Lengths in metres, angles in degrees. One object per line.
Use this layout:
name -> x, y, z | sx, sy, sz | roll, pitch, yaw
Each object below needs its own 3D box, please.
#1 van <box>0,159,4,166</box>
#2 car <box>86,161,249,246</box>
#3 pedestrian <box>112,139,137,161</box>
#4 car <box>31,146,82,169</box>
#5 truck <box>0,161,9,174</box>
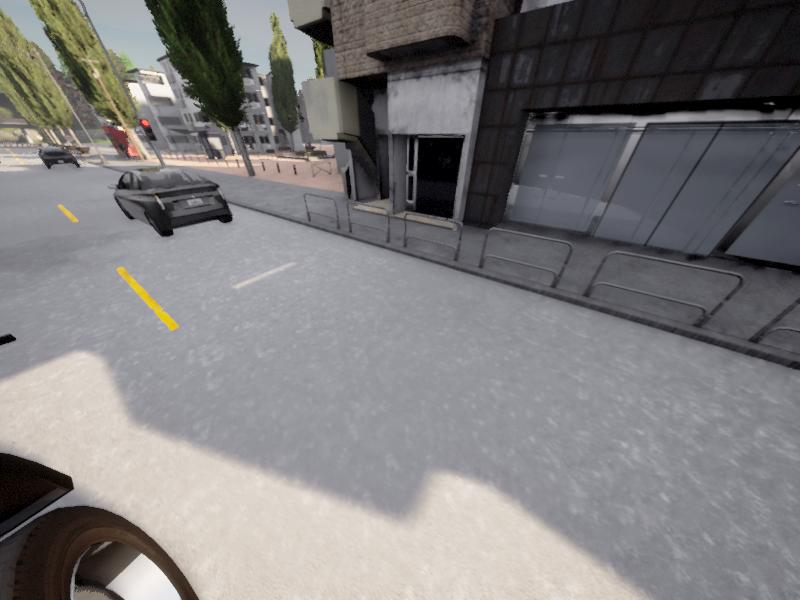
van -> -39.560, -13.963, 21.290 | 5.915, 2.561, 1.988 | 22, 41, 28
car -> -7.115, -3.196, 7.089 | 4.514, 1.525, 2.007 | 22, 41, 28
pedestrian -> -28.515, -15.501, 23.915 | 0.751, 1.860, 0.751 | 16, 38, 21
car -> -30.426, -12.675, 20.427 | 4.892, 1.490, 1.837 | 23, 41, 29
truck -> -29.549, -9.033, 14.417 | 2.627, 2.467, 5.204 | -14, 38, -24
